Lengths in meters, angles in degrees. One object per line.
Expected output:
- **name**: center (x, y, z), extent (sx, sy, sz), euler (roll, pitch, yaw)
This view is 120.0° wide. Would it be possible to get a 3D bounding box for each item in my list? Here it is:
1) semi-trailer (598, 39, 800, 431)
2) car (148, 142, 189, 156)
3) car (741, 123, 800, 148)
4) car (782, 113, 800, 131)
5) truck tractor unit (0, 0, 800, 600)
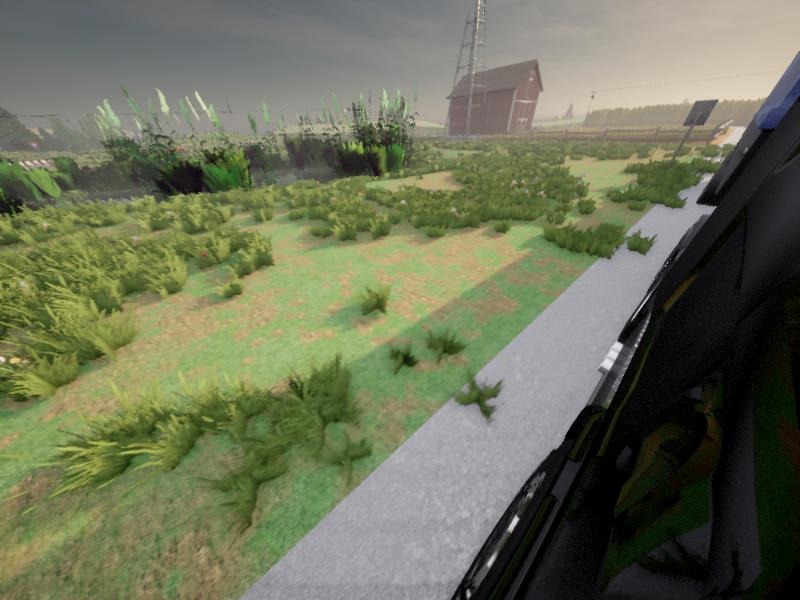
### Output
- **semi-trailer**: center (8.688, -3.612, 4.237), extent (14.254, 4.402, 2.717), euler (-28, 43, -30)
- **car**: center (-40.604, -26.618, 40.695), extent (4.553, 1.767, 2.097), euler (-24, 41, -25)
- **car**: center (27.857, -12.458, 17.436), extent (4.718, 1.301, 1.895), euler (-30, 44, -31)
- **car**: center (49.379, -21.729, 28.112), extent (4.611, 1.667, 2.242), euler (-28, 44, -30)
- **truck tractor unit**: center (2.645, -0.295, 0.351), extent (6.516, 4.208, 3.053), euler (-28, 44, -30)
